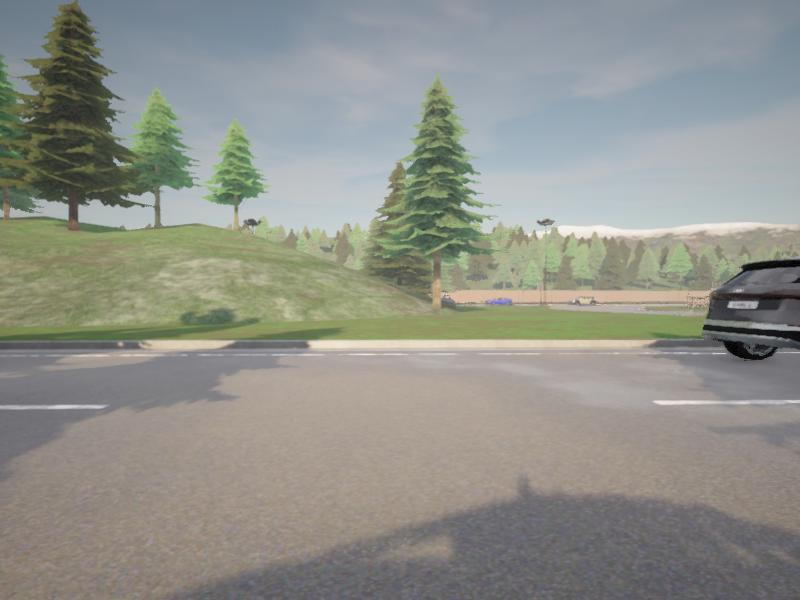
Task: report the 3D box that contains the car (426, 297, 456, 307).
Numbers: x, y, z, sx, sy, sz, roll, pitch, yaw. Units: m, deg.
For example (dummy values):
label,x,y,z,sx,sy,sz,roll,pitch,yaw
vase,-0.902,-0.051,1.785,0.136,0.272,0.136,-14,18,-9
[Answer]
label,x,y,z,sx,sy,sz,roll,pitch,yaw
car,6.071,0.308,59.569,4.181,1.385,1.994,0,0,-2

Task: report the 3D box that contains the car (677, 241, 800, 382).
label,x,y,z,sx,sy,sz,roll,pitch,yaw
car,7.093,0.174,5.724,4.856,1.649,2.033,1,0,-2

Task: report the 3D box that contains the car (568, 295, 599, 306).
label,x,y,z,sx,sy,sz,roll,pitch,yaw
car,32.392,0.053,70.808,4.605,1.855,1.932,0,0,-2

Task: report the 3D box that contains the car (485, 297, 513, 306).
label,x,y,z,sx,sy,sz,roll,pitch,yaw
car,17.364,0.265,70.358,4.514,1.525,2.007,0,0,-2

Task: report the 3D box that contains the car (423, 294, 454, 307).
label,x,y,z,sx,sy,sz,roll,pitch,yaw
car,6.068,0.057,63.017,4.605,1.855,1.932,1,0,-2
